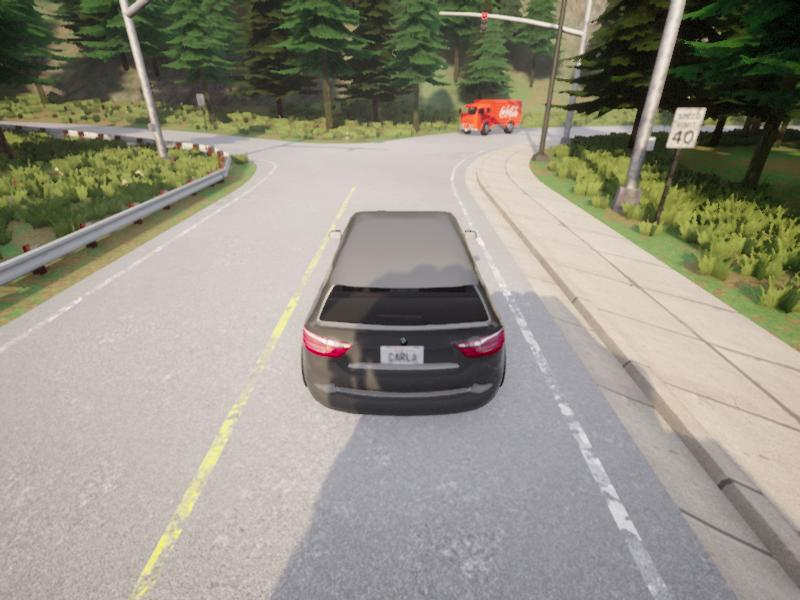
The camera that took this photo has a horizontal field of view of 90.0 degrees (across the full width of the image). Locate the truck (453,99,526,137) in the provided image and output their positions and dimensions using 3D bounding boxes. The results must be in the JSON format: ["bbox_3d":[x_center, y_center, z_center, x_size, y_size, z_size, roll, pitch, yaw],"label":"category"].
[{"bbox_3d":[7.087,-14.468,31.655,5.204,2.467,2.627,-20,34,-34],"label":"truck"}]

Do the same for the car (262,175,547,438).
[{"bbox_3d":[0.041,-0.460,5.571,2.242,1.667,4.611,0,27,0],"label":"car"}]
